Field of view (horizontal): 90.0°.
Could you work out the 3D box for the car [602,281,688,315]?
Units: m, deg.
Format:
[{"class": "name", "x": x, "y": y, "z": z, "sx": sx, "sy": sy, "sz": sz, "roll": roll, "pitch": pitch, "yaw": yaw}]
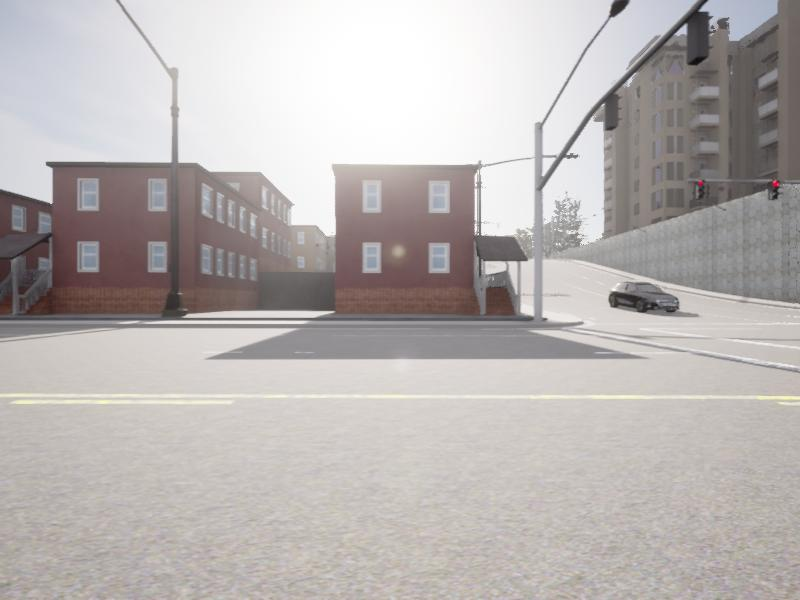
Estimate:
[{"class": "car", "x": 14.265, "y": -0.235, "z": 23.694, "sx": 2.033, "sy": 1.649, "sz": 4.856, "roll": 0, "pitch": 5, "yaw": 0}]
